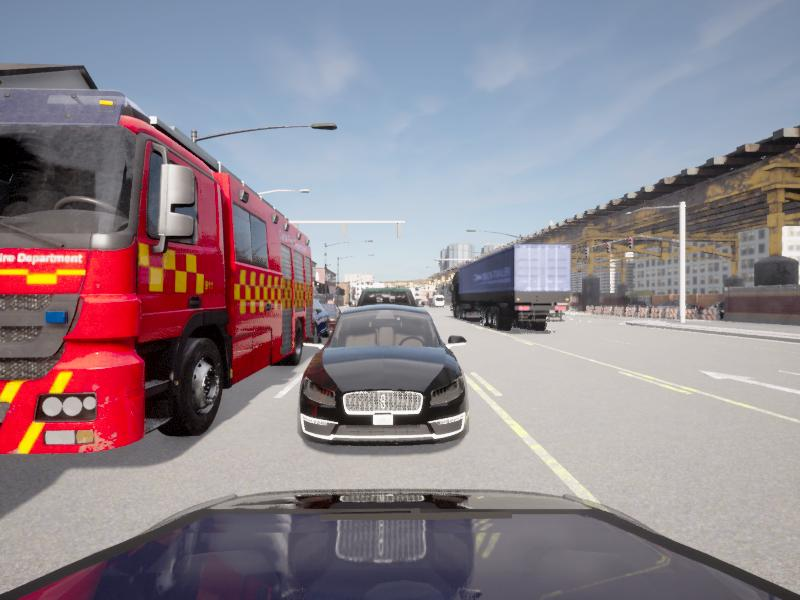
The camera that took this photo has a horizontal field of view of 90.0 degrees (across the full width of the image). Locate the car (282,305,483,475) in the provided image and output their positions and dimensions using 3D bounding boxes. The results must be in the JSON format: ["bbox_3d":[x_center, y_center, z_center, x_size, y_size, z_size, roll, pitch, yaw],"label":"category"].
[{"bbox_3d":[-0.220,0.845,6.104,1.837,1.490,4.892,0,0,-2],"label":"car"}]

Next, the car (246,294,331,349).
[{"bbox_3d":[-3.999,0.694,15.235,2.097,1.767,4.553,0,0,-2],"label":"car"}]

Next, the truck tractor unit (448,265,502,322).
[{"bbox_3d":[5.964,-0.524,32.926,3.053,4.208,6.516,0,0,-2],"label":"truck tractor unit"}]

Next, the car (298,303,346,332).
[{"bbox_3d":[-4.249,0.897,22.560,2.033,1.411,5.357,0,0,-4],"label":"car"}]

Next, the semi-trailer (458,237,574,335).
[{"bbox_3d":[6.208,-0.621,25.013,2.717,4.402,14.254,0,0,-2],"label":"semi-trailer"}]

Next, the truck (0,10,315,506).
[{"bbox_3d":[-3.763,-0.320,7.296,2.891,3.827,8.468,0,0,-2],"label":"truck"}]

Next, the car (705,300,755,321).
[{"bbox_3d":[26.240,0.796,32.028,2.038,1.542,4.974,0,0,27],"label":"car"}]

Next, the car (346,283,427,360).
[{"bbox_3d":[-0.444,0.568,13.466,2.150,2.045,5.566,0,0,-2],"label":"car"}]

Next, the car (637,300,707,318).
[{"bbox_3d":[25.288,0.796,37.368,2.038,1.542,4.974,0,0,-38],"label":"car"}]

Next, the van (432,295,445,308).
[{"bbox_3d":[7.935,0.321,83.728,1.988,2.561,5.915,0,0,-2],"label":"van"}]
